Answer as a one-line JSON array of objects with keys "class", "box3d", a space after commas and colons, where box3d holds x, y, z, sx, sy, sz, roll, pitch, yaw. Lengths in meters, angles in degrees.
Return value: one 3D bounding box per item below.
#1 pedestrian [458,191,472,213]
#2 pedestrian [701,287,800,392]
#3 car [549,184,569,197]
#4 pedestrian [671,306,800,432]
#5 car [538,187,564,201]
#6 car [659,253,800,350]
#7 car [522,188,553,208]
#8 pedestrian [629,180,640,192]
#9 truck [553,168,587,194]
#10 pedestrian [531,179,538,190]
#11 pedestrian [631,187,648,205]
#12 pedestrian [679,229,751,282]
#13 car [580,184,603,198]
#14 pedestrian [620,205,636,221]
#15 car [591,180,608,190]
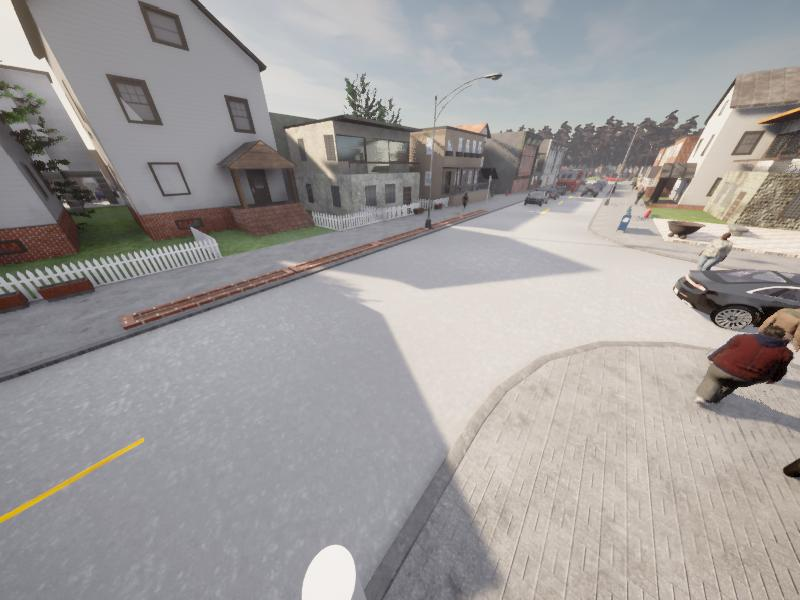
[{"class": "pedestrian", "box3d": [6.213, -9.331, 22.046, 0.751, 1.860, 0.751, 23, 37, 34]}, {"class": "pedestrian", "box3d": [7.286, 0.784, 4.533, 0.751, 1.860, 0.751, 9, 31, 15]}, {"class": "car", "box3d": [25.445, -17.570, 36.884, 1.789, 1.549, 3.705, 23, 37, 34]}, {"class": "pedestrian", "box3d": [5.709, 1.161, 3.880, 0.751, 1.860, 0.751, -21, 36, -31]}, {"class": "car", "box3d": [21.579, -15.203, 32.970, 1.994, 1.385, 4.181, 23, 37, 34]}, {"class": "car", "box3d": [10.870, 0.225, 6.104, 4.902, 1.511, 2.128, 20, 36, 31]}, {"class": "car", "box3d": [16.653, -12.450, 27.928, 1.930, 1.638, 5.238, 22, 37, 33]}, {"class": "pedestrian", "box3d": [41.389, -20.173, 40.829, 0.751, 1.860, 0.751, 21, 36, 32]}, {"class": "truck", "box3d": [30.933, -21.820, 41.975, 2.891, 3.827, 8.468, 23, 37, 34]}, {"class": "pedestrian", "box3d": [25.576, -21.966, 43.935, 0.751, 1.860, 0.751, 17, 34, 27]}, {"class": "pedestrian", "box3d": [28.067, -12.215, 27.045, 0.751, 1.860, 0.751, 23, 37, 34]}, {"class": "pedestrian", "box3d": [12.367, -1.756, 9.138, 0.751, 1.860, 0.751, -6, 30, -10]}, {"class": "car", "box3d": [30.242, -17.303, 36.443, 2.038, 1.542, 4.974, 23, 37, 34]}, {"class": "pedestrian", "box3d": [18.871, -7.195, 19.094, 0.500, 1.100, 0.500, -20, 36, -31]}, {"class": "car", "box3d": [41.990, -24.236, 48.589, 2.033, 1.411, 5.357, 23, 37, 34]}]
